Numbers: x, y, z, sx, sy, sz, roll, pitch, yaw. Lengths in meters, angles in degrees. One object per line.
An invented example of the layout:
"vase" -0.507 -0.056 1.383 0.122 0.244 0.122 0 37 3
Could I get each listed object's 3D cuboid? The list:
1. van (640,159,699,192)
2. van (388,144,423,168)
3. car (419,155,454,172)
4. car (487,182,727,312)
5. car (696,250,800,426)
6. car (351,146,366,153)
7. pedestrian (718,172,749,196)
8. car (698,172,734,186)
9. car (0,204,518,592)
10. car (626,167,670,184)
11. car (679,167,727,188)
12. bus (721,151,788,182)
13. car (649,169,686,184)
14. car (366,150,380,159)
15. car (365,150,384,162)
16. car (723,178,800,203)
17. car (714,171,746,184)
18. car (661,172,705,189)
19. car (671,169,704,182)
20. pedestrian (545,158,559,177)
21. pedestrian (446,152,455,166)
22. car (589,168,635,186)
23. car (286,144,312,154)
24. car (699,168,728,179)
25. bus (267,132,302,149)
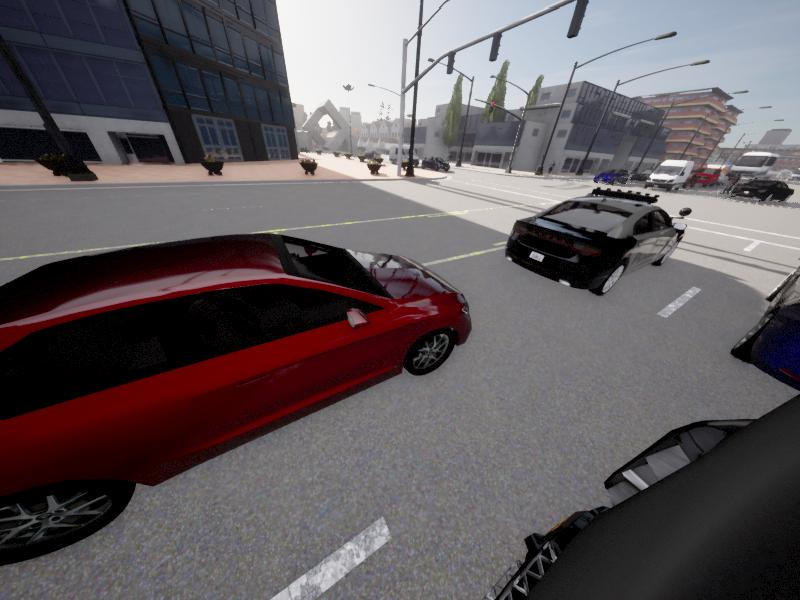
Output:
"van" 26.568 -12.293 22.776 5.915 2.561 1.988 -19 39 -30
"van" 0.625 -20.772 33.157 1.988 2.561 5.915 -15 38 -26
"car" 4.323 -16.609 28.134 1.816 1.474 4.193 -15 38 -26
"car" 4.752 -1.608 5.288 5.238 1.638 1.930 -16 38 -26
"car" 6.341 0.235 2.775 4.792 1.488 2.163 -16 38 -26
"car" -16.402 -59.506 91.141 5.566 2.045 2.150 11 34 11
"pedestrian" 30.990 -10.819 21.526 0.751 1.860 0.751 30 41 34
"car" 45.351 -17.415 33.141 4.674 1.442 1.812 -16 38 -26
"car" -1.189 0.152 2.295 4.193 1.474 1.816 -16 38 -26
"car" 31.525 -15.784 29.358 5.238 1.638 1.930 -15 38 -27
"car" 38.954 -15.806 29.695 5.566 2.045 2.150 -16 38 -26
"bus" 63.161 -23.816 41.216 10.273 4.253 3.944 -16 38 -26
"car" 37.908 -17.537 32.694 5.008 1.535 1.882 -16 38 -26
"car" -6.120 -32.742 51.834 2.033 1.411 5.357 -6 34 -15
"car" -4.477 -25.282 40.467 1.845 1.501 3.633 -16 38 -28
"car" 30.010 -9.023 19.028 5.008 1.535 1.882 -7 35 -16
"car" 52.486 -19.550 36.744 4.193 1.474 1.816 -17 38 -26
"car" 32.387 -13.704 26.450 4.674 1.442 1.812 -16 38 -26
"car" 45.668 -19.782 36.661 4.892 1.490 1.837 -16 38 -26
"pedestrian" 18.083 -15.785 27.575 0.751 1.860 0.751 22 38 26
"pedestrian" 7.802 -21.862 35.846 0.751 1.860 0.751 -7 35 -16
"car" 22.994 -13.380 25.062 4.193 1.474 1.816 -14 37 -25
"car" -23.094 -34.720 53.035 4.974 1.542 2.038 3 33 -1
"car" 58.726 -23.728 43.231 5.008 1.535 1.882 -17 38 -26
"bus" -39.850 -55.171 80.132 3.944 4.253 10.273 18 36 20
